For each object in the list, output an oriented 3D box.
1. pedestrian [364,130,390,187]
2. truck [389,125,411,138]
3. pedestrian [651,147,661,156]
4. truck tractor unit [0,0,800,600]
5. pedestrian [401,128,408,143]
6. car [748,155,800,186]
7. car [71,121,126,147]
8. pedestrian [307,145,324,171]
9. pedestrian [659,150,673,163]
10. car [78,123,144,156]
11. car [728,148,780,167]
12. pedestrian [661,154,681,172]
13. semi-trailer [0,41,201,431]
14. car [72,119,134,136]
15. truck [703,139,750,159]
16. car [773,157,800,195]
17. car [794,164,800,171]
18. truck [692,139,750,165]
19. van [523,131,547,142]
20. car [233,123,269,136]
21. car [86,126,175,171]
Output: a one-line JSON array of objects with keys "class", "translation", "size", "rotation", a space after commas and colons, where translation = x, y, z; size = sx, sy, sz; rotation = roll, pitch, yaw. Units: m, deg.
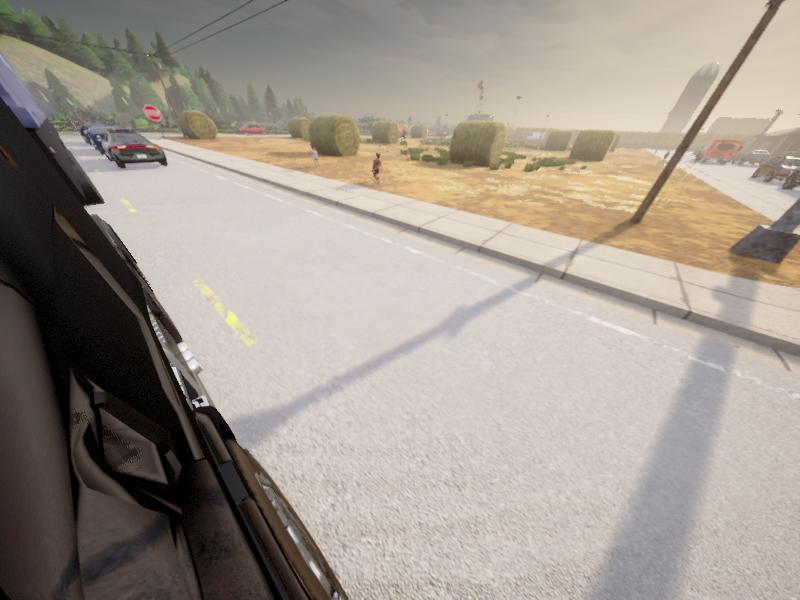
[{"class": "pedestrian", "translation": [-0.905, -5.679, 9.294], "size": [0.751, 1.860, 0.751], "rotation": [-16, 41, -23]}, {"class": "truck", "translation": [-0.011, -42.261, 57.881], "size": [2.627, 2.467, 5.204], "rotation": [30, 45, 32]}, {"class": "pedestrian", "translation": [37.893, -22.001, 34.183], "size": [0.500, 1.100, 0.500], "rotation": [-19, 42, -26]}, {"class": "truck tractor unit", "translation": [-2.645, -0.295, 0.351], "size": [6.516, 4.208, 3.053], "rotation": [28, 44, 30]}, {"class": "pedestrian", "translation": [0.660, -26.090, 36.585], "size": [0.751, 1.860, 0.751], "rotation": [31, 45, 32]}, {"class": "car", "translation": [27.580, -9.320, 16.524], "size": [1.789, 1.549, 3.705], "rotation": [27, 43, 29]}, {"class": "car", "translation": [-25.024, -13.808, 19.169], "size": [4.514, 1.525, 2.007], "rotation": [28, 44, 30]}, {"class": "pedestrian", "translation": [-4.361, -7.338, 11.919], "size": [0.500, 1.100, 0.500], "rotation": [-21, 43, -28]}, {"class": "pedestrian", "translation": [27.787, -14.937, 24.113], "size": [0.500, 1.100, 0.500], "rotation": [31, 45, 32]}, {"class": "car", "translation": [-19.706, -10.987, 15.743], "size": [5.008, 1.535, 1.882], "rotation": [28, 44, 30]}, {"class": "car", "translation": [44.323, -17.989, 29.109], "size": [2.152, 1.651, 5.027], "rotation": [27, 43, 29]}, {"class": "pedestrian", "translation": [20.838, -10.530, 17.785], "size": [0.500, 1.100, 0.500], "rotation": [23, 41, 25]}, {"class": "semi-trailer", "translation": [-8.683, -3.621, 4.235], "size": [14.254, 4.402, 2.717], "rotation": [28, 44, 30]}, {"class": "car", "translation": [-34.719, -20.273, 27.167], "size": [1.816, 1.474, 4.193], "rotation": [30, 45, 31]}, {"class": "truck", "translation": [53.192, -24.680, 37.855], "size": [2.627, 2.467, 5.204], "rotation": [27, 41, 29]}, {"class": "car", "translation": [23.445, -6.541, 12.140], "size": [2.150, 2.045, 5.566], "rotation": [27, 43, 29]}, {"class": "car", "translation": [43.538, -13.662, 22.801], "size": [1.905, 1.878, 3.866], "rotation": [-5, 35, -1]}, {"class": "truck", "translation": [40.392, -18.849, 29.299], "size": [2.627, 2.467, 5.204], "rotation": [27, 43, 29]}, {"class": "van", "translation": [44.141, -53.388, 75.541], "size": [5.915, 2.561, 1.988], "rotation": [28, 44, 30]}, {"class": "car", "translation": [-25.479, -29.154, 39.544], "size": [2.007, 1.525, 4.514], "rotation": [30, 45, 32]}, {"class": "car", "translation": [-14.500, -8.210, 12.388], "size": [4.974, 1.542, 2.038], "rotation": [28, 44, 29]}]
